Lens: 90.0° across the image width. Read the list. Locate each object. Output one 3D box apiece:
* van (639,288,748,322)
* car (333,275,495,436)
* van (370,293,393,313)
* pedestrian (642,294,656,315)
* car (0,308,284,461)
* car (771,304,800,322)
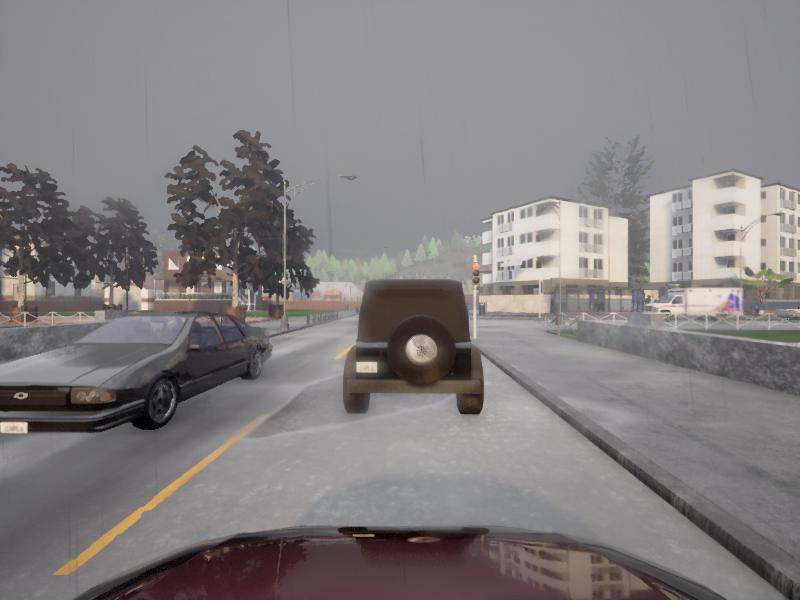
[{"bbox_3d":[21.752,0.378,29.883,6.366,2.431,2.351,0,0,2],"label":"van"},{"bbox_3d":[0.220,0.646,6.640,1.905,1.878,3.866,0,0,2],"label":"car"},{"bbox_3d":[-2.300,0.379,51.361,2.351,2.431,6.366,0,0,2],"label":"van"},{"bbox_3d":[22.316,0.417,35.845,0.751,1.860,0.751,0,0,3],"label":"pedestrian"},{"bbox_3d":[-3.801,0.894,6.680,2.033,1.411,5.357,0,0,2],"label":"car"},{"bbox_3d":[30.721,0.944,29.577,4.718,1.301,1.895,0,0,2],"label":"car"}]
